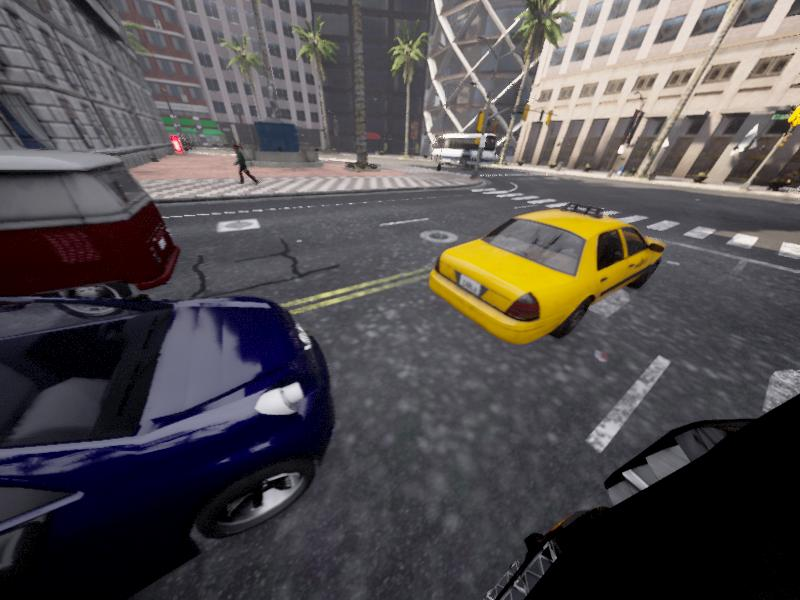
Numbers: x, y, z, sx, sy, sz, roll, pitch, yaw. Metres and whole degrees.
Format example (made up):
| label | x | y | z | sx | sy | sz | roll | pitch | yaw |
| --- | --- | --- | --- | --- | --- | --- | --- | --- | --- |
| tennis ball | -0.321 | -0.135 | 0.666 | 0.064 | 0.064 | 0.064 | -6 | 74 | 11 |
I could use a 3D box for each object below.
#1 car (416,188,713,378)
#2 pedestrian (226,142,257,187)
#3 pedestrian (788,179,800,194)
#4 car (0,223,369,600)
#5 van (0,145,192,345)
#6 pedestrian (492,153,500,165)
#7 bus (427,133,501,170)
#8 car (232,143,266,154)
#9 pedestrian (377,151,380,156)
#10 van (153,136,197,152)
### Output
| label | x | y | z | sx | sy | sz | roll | pitch | yaw |
| --- | --- | --- | --- | --- | --- | --- | --- | --- | --- |
| car | 3.057 | -0.889 | 4.118 | 5.366 | 1.575 | 1.801 | -17 | 38 | -28 |
| pedestrian | -7.916 | -6.790 | 11.606 | 0.751 | 1.860 | 0.751 | -18 | 39 | -29 |
| pedestrian | 36.530 | -10.620 | 20.844 | 0.751 | 1.860 | 0.751 | -18 | 39 | -29 |
| car | -2.237 | 0.794 | 1.210 | 3.633 | 1.501 | 1.845 | -17 | 38 | -28 |
| van | -5.692 | -0.580 | 2.606 | 4.442 | 1.987 | 1.775 | -17 | 38 | -28 |
| pedestrian | 18.063 | -26.565 | 43.495 | 0.751 | 1.860 | 0.751 | 9 | 34 | 10 |
| bus | 9.462 | -23.253 | 35.977 | 3.944 | 4.253 | 10.273 | -21 | 40 | -32 |
| car | -28.521 | -28.755 | 43.848 | 4.792 | 1.488 | 2.163 | -5 | 34 | -11 |
| pedestrian | -5.157 | -35.096 | 55.266 | 0.500 | 1.100 | 0.500 | 18 | 36 | 21 |
| van | -37.005 | -25.806 | 38.232 | 4.480 | 2.038 | 2.069 | -13 | 36 | -22 |
